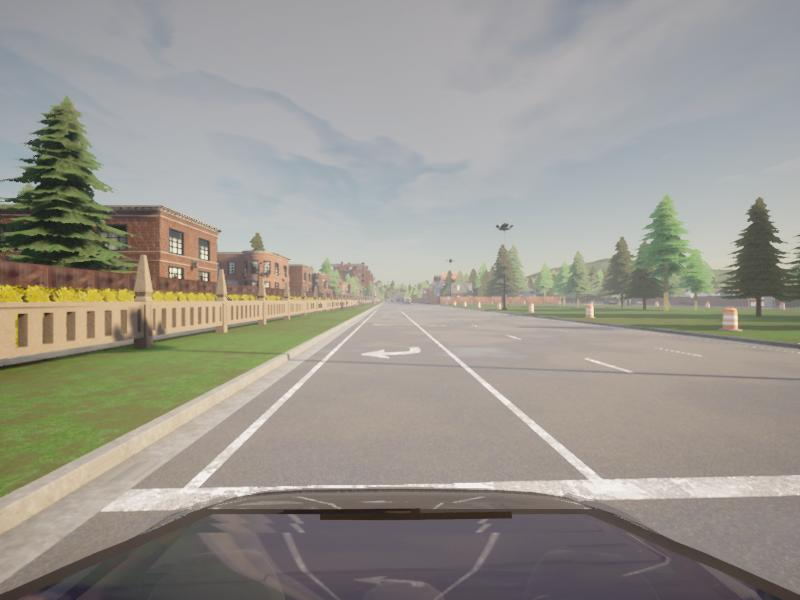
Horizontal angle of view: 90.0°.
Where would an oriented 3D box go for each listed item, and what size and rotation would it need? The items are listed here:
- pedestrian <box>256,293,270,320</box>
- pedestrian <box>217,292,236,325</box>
[{"bbox_3d":[-9.834,0.463,28.700,0.751,1.860,0.751,0,0,-2],"label":"pedestrian"},{"bbox_3d":[-9.850,0.467,22.695,0.751,1.860,0.751,0,0,1],"label":"pedestrian"}]
